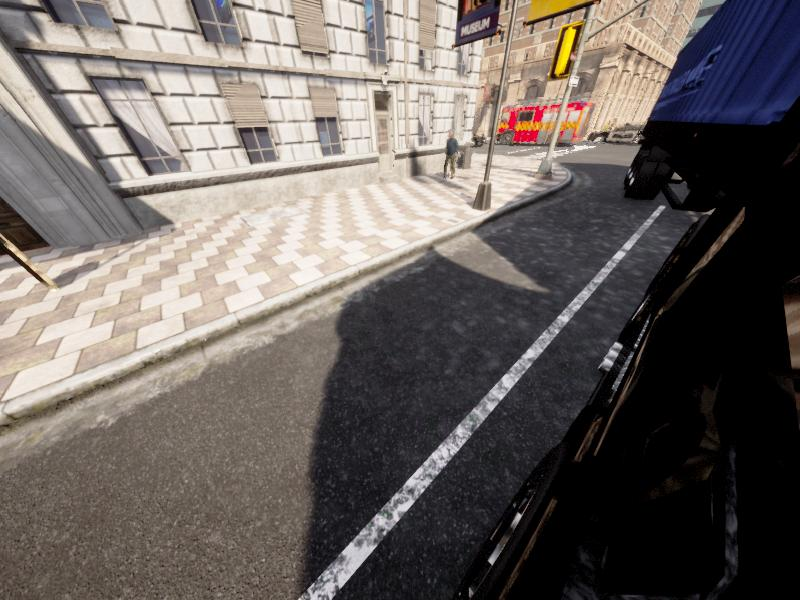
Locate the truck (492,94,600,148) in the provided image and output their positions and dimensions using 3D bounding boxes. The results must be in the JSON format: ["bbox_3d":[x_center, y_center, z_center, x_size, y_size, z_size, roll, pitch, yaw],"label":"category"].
[{"bbox_3d":[14.645,-18.560,24.320,2.891,3.827,8.468,-29,44,-31],"label":"truck"}]

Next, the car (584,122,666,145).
[{"bbox_3d":[21.738,-16.221,22.572,1.930,1.638,5.238,-29,44,-31],"label":"car"}]

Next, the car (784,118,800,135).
[{"bbox_3d":[43.619,-18.670,24.753,4.718,1.301,1.895,-29,44,-30],"label":"car"}]

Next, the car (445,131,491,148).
[{"bbox_3d":[7.867,-18.936,27.195,1.837,1.490,4.892,-29,44,-30],"label":"car"}]

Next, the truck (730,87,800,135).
[{"bbox_3d":[41.744,-21.452,26.477,8.468,3.827,2.891,-29,44,-30],"label":"truck"}]

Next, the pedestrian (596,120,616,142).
[{"bbox_3d":[22.466,-18.395,25.206,0.751,1.860,0.751,-10,37,-10],"label":"pedestrian"}]

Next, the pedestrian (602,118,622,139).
[{"bbox_3d":[24.318,-19.679,26.551,0.751,1.860,0.751,-12,38,-12],"label":"pedestrian"}]

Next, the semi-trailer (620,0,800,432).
[{"bbox_3d":[7.689,-4.149,5.011,2.717,4.402,14.254,23,44,30],"label":"semi-trailer"}]

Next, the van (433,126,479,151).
[{"bbox_3d":[5.824,-17.274,24.694,1.775,1.987,4.442,-29,44,-30],"label":"van"}]

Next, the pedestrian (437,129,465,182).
[{"bbox_3d":[2.159,-6.180,9.914,0.751,1.860,0.751,27,46,34],"label":"pedestrian"}]

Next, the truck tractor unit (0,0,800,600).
[{"bbox_3d":[2.645,-0.295,0.351,6.516,4.208,3.053,-28,44,-30],"label":"truck tractor unit"}]

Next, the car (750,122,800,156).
[{"bbox_3d":[24.346,-9.165,13.079,4.514,1.525,2.007,22,43,29],"label":"car"}]
